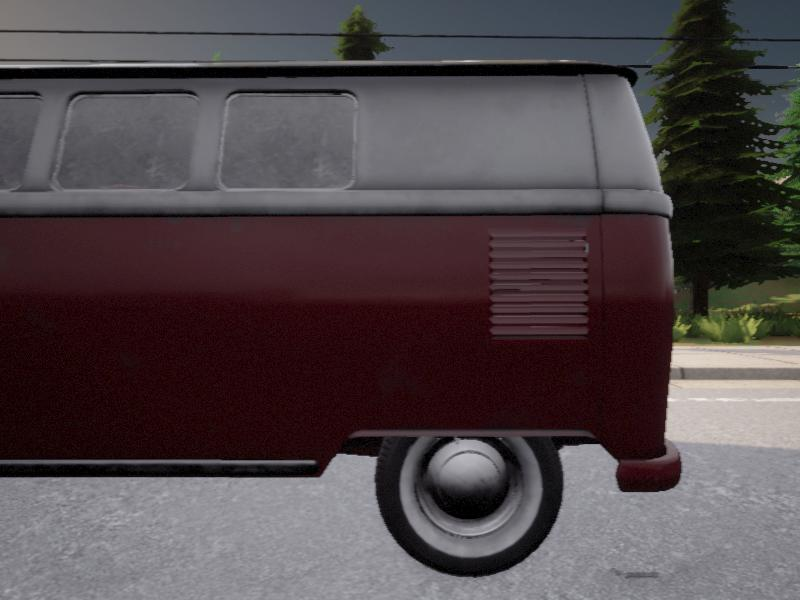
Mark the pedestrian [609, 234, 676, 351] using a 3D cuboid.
[{"bbox_3d":[4.073,-0.122,6.789,0.751,1.860,0.751,0,0,10],"label":"pedestrian"}]

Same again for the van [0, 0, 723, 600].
[{"bbox_3d":[-1.165,0.001,2.204,4.442,1.987,1.775,0,0,0],"label":"van"}]
